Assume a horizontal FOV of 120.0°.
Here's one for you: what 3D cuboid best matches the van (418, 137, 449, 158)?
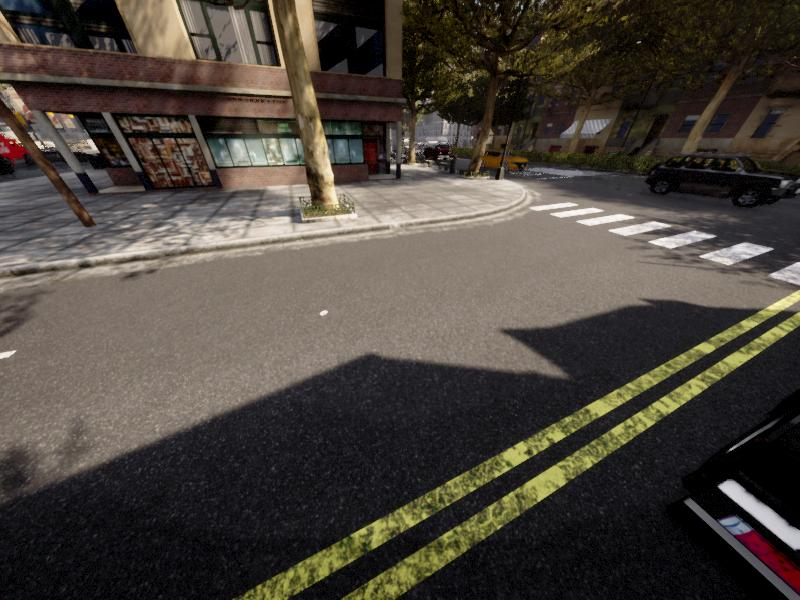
[{"bbox_3d":[5.147,-24.256,36.647,1.988,2.561,5.915,-13,37,-18],"label":"van"}]

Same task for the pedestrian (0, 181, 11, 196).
[{"bbox_3d":[-17.816,-5.287,9.523,0.751,1.860,0.751,-7,36,-11],"label":"pedestrian"}]

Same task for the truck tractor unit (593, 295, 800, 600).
[{"bbox_3d":[5.232,-0.156,0.573,6.516,4.208,3.053,-13,37,-17],"label":"truck tractor unit"}]

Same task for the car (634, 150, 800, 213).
[{"bbox_3d":[14.304,-5.530,10.402,1.932,1.855,4.605,-13,37,-18],"label":"car"}]

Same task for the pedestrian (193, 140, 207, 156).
[{"bbox_3d":[-28.269,-21.452,32.659,0.751,1.860,0.751,-20,40,-26],"label":"pedestrian"}]

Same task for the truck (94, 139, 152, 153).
[{"bbox_3d":[-51.851,-29.016,43.442,6.274,2.098,2.390,-13,37,-18],"label":"truck"}]

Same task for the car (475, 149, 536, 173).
[{"bbox_3d":[9.227,-12.621,20.847,1.882,1.535,5.008,-13,37,-18],"label":"car"}]

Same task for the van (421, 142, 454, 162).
[{"bbox_3d":[4.723,-19.269,29.925,2.069,2.038,4.480,-13,36,-18],"label":"van"}]

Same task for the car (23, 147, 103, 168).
[{"bbox_3d":[-32.566,-14.063,22.629,2.128,1.511,4.902,-13,37,-18],"label":"car"}]

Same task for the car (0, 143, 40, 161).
[{"bbox_3d":[-47.290,-17.641,27.520,2.242,1.667,4.611,-11,36,-15],"label":"car"}]

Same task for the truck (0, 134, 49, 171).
[{"bbox_3d":[-35.143,-12.753,19.908,2.627,2.467,5.204,-13,38,-18],"label":"truck"}]

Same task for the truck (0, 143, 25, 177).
[{"bbox_3d":[-28.581,-8.581,14.275,2.390,2.098,6.274,-13,37,-18],"label":"truck"}]
